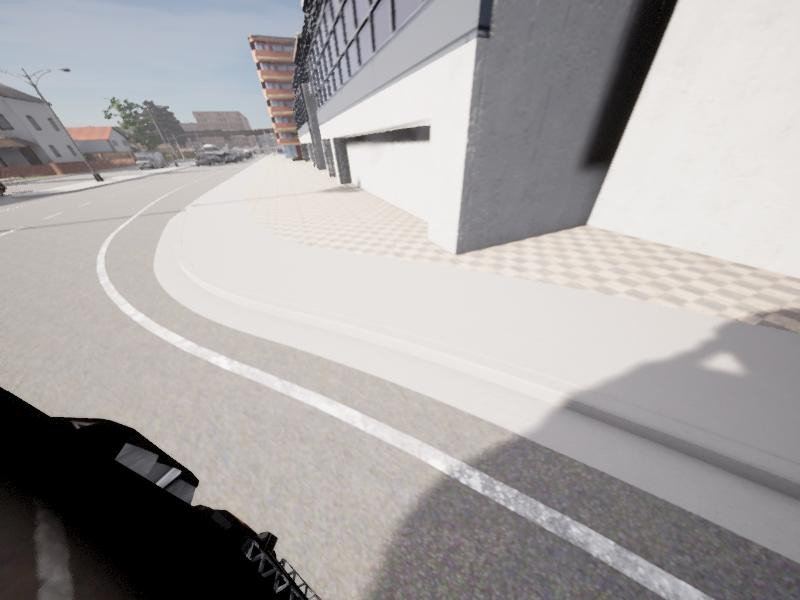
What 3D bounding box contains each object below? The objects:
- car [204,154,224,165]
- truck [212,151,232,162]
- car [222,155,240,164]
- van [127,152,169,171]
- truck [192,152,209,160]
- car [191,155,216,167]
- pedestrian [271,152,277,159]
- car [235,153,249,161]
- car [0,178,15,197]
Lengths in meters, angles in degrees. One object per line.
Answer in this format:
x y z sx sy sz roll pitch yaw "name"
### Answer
-38.563 -29.237 47.965 2.038 1.542 4.974 -16 36 -18 "car"
-42.710 -34.607 55.664 2.390 2.098 6.274 -16 36 -18 "truck"
-33.991 -28.317 46.549 1.895 1.301 4.718 -16 36 -18 "car"
-42.969 -23.856 39.681 2.351 2.431 6.366 -16 36 -18 "van"
-66.415 -48.088 77.101 2.390 2.098 6.274 -16 36 -18 "truck"
-35.185 -25.052 41.530 2.242 1.667 4.611 -16 36 -18 "car"
-27.988 -32.198 51.438 0.751 1.300 0.751 -24 39 -27 "pedestrian"
-41.695 -37.942 61.143 2.152 1.651 5.027 -16 36 -18 "car"
-30.203 -7.373 15.655 1.895 1.301 4.718 -15 36 -17 "car"
